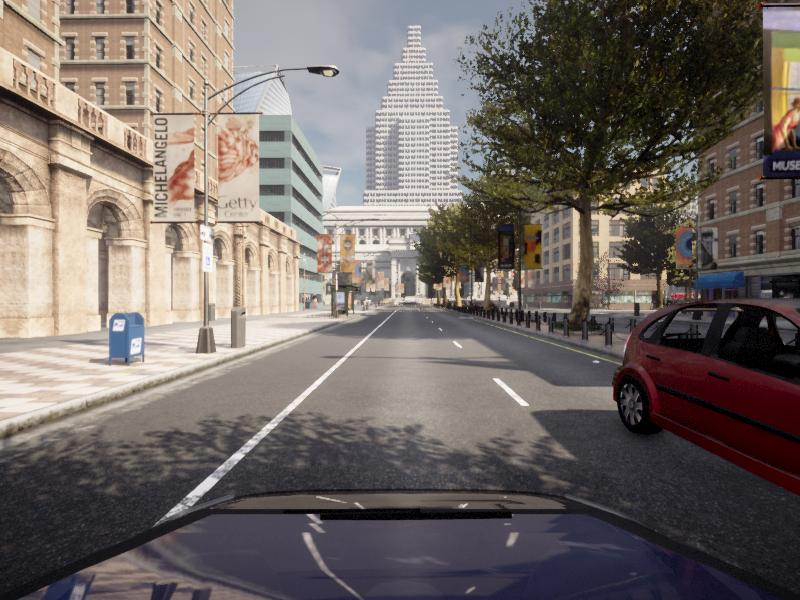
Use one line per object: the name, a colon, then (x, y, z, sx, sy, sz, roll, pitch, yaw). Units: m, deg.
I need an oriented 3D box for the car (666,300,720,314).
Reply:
car: (34.731, 0.826, 47.556, 4.974, 1.542, 2.038, 0, 0, -1)

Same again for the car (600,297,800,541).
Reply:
car: (3.587, 0.788, 3.390, 1.851, 1.617, 3.988, 0, 0, 1)

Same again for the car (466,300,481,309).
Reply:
car: (12.915, 0.823, 70.753, 1.882, 1.535, 5.008, 0, 0, 1)
